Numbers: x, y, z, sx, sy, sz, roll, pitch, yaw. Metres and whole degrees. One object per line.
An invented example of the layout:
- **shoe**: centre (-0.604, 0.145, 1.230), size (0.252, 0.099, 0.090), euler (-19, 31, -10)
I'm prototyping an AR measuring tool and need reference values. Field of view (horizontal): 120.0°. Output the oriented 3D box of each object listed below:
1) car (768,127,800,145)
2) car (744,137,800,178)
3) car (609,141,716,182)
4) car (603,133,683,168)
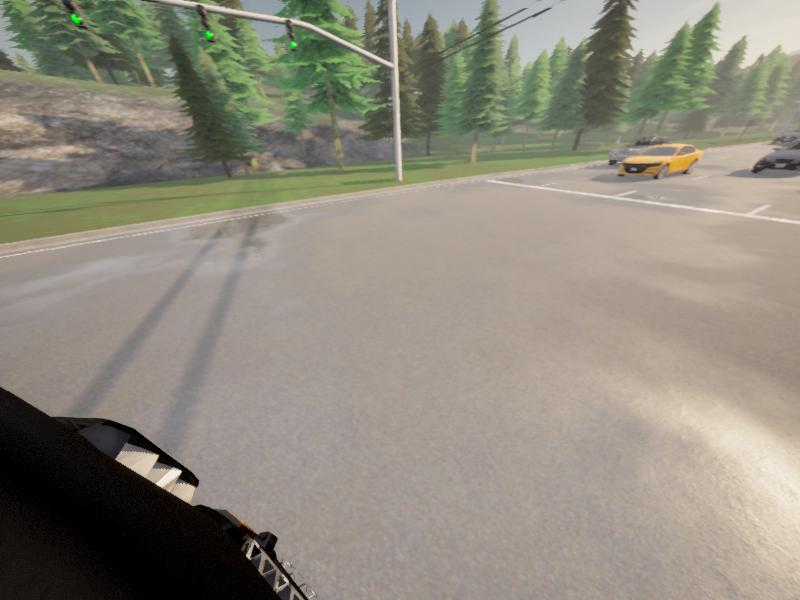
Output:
- **car**: centre (48.298, -20.002, 28.142), size (5.027, 1.651, 2.152), euler (-17, 36, -19)
- **car**: centre (20.502, -7.387, 11.848), size (4.193, 1.474, 1.816), euler (-17, 36, -19)
- **car**: centre (14.515, -7.774, 12.835), size (5.008, 1.535, 1.882), euler (-17, 36, -20)
- **car**: centre (18.014, -11.148, 17.233), size (4.605, 1.855, 1.932), euler (-17, 36, -19)
